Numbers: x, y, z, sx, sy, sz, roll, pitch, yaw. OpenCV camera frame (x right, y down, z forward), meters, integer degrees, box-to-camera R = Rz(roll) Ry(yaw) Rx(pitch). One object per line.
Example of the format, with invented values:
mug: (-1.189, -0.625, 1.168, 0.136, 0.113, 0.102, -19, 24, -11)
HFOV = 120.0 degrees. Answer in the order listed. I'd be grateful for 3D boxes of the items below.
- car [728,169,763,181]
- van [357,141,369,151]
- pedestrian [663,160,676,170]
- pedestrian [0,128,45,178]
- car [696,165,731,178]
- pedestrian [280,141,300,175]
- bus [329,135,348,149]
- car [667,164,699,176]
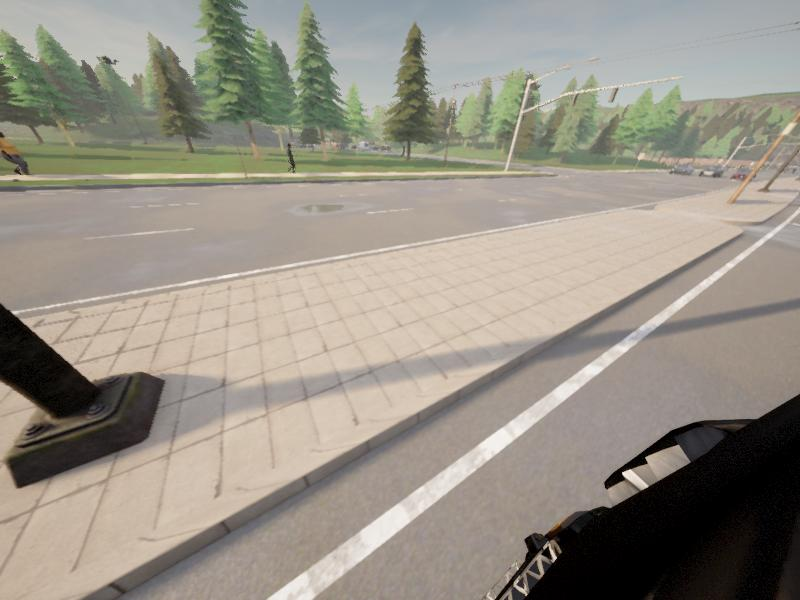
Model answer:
car: (51.316, -18.590, 34.321, 4.181, 1.385, 1.994, -16, 38, -26)
van: (-12.811, -53.642, 80.521, 1.988, 2.561, 5.915, -16, 38, -25)
pedestrian: (56.361, -28.247, 48.315, 0.751, 1.860, 0.751, -14, 38, -24)
pedestrian: (-17.595, -6.610, 10.423, 0.751, 1.860, 0.751, -15, 38, -25)
car: (50.566, -20.760, 37.264, 4.856, 1.649, 2.033, -17, 38, -26)
pedestrian: (-7.380, -9.492, 15.501, 0.751, 1.860, 0.751, -15, 38, -24)
bus: (-24.189, -61.935, 90.494, 3.944, 4.253, 10.273, -16, 38, -25)
car: (48.354, -22.319, 39.503, 4.974, 1.542, 2.038, -16, 38, -26)
